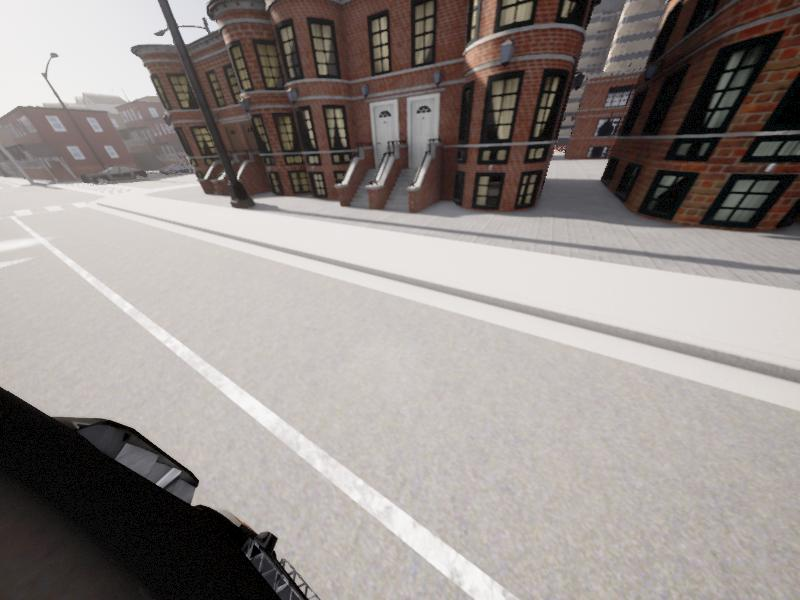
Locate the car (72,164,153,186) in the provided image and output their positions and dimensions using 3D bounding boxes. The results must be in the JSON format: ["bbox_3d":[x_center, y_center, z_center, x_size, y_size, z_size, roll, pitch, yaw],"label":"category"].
[{"bbox_3d":[-31.738,-14.012,25.746,1.930,1.638,5.238,16,38,25],"label":"car"}]

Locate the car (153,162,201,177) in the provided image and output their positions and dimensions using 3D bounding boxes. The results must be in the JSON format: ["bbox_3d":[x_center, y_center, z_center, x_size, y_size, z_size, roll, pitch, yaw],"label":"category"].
[{"bbox_3d":[-31.183,-18.348,32.449,1.994,1.385,4.181,16,38,26],"label":"car"}]
